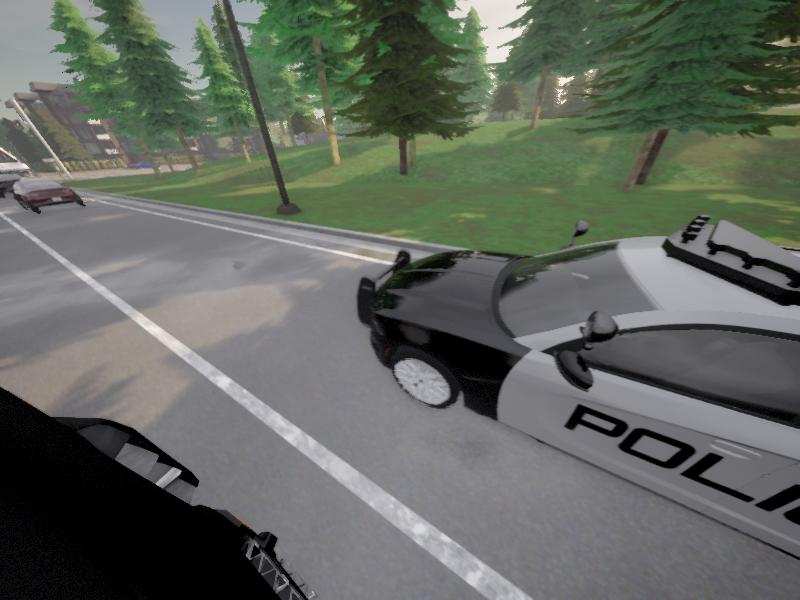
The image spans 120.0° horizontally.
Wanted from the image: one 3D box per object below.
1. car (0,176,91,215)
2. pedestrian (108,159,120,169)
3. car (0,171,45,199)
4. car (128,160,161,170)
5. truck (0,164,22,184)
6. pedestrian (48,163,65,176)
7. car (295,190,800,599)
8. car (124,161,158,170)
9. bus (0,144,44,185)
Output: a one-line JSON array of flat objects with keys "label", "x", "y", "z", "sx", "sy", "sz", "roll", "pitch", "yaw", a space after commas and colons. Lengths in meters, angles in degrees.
[{"label": "car", "x": -19.564, "y": -5.842, "z": 12.699, "sx": 4.674, "sy": 1.442, "sz": 1.812, "roll": 15, "pitch": 38, "yaw": 25}, {"label": "pedestrian", "x": -65.487, "y": -31.117, "z": 52.883, "sx": 0.751, "sy": 1.860, "sz": 0.751, "roll": 14, "pitch": 37, "yaw": 23}, {"label": "car", "x": -31.282, "y": -9.304, "z": 18.522, "sx": 5.238, "sy": 1.638, "sz": 1.930, "roll": 16, "pitch": 38, "yaw": 26}, {"label": "car", "x": -55.455, "y": -29.399, "z": 50.249, "sx": 1.816, "sy": 1.474, "sz": 4.193, "roll": 16, "pitch": 38, "yaw": 25}, {"label": "truck", "x": -55.919, "y": -16.302, "z": 30.305, "sx": 2.390, "sy": 2.098, "sz": 6.274, "roll": 16, "pitch": 38, "yaw": 26}, {"label": "pedestrian", "x": -60.004, "y": -22.784, "z": 40.392, "sx": 0.751, "sy": 1.860, "sz": 0.751, "roll": 13, "pitch": 37, "yaw": 22}, {"label": "car", "x": 1.935, "y": 0.279, "z": 1.860, "sx": 5.238, "sy": 1.638, "sz": 1.930, "roll": 16, "pitch": 38, "yaw": 26}, {"label": "car", "x": -58.311, "y": -30.374, "z": 52.066, "sx": 1.895, "sy": 1.301, "sz": 4.718, "roll": 16, "pitch": 38, "yaw": 25}, {"label": "bus", "x": -53.343, "y": -16.048, "z": 27.813, "sx": 3.944, "sy": 4.253, "sz": 10.273, "roll": 16, "pitch": 38, "yaw": 26}]
